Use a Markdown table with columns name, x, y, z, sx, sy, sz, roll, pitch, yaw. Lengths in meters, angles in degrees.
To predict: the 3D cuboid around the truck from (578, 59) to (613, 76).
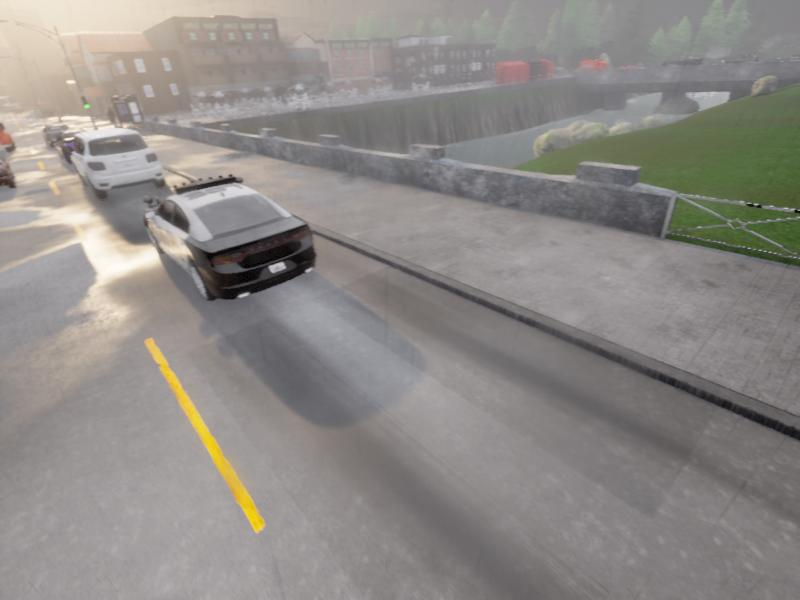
| name | x | y | z | sx | sy | sz | roll | pitch | yaw |
| --- | --- | --- | --- | --- | --- | --- | --- | --- | --- |
| truck | 38.141 | -45.446 | 78.175 | 2.627 | 2.467 | 5.204 | -27 | 37 | -34 |

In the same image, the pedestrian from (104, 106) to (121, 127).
| name | x | y | z | sx | sy | sz | roll | pitch | yaw |
| --- | --- | --- | --- | --- | --- | --- | --- | --- | --- |
| pedestrian | -28.662 | -18.279 | 39.870 | 0.751 | 1.860 | 0.751 | -19 | 33 | -24 |

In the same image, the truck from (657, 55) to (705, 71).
| name | x | y | z | sx | sy | sz | roll | pitch | yaw |
| --- | --- | --- | --- | --- | --- | --- | --- | --- | --- |
| truck | 50.079 | -42.287 | 71.469 | 2.390 | 2.098 | 6.274 | -27 | 37 | -34 |

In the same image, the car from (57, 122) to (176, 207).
| name | x | y | z | sx | sy | sz | roll | pitch | yaw |
| --- | --- | --- | --- | --- | --- | --- | --- | --- | --- |
| car | -10.513 | -5.159 | 14.662 | 2.150 | 2.045 | 5.566 | -27 | 37 | -34 |

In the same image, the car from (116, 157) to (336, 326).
| name | x | y | z | sx | sy | sz | roll | pitch | yaw |
| --- | --- | --- | --- | --- | --- | --- | --- | --- | --- |
| car | -3.644 | -1.547 | 7.865 | 1.930 | 1.638 | 5.238 | -27 | 37 | -34 |

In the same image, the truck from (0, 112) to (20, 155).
| name | x | y | z | sx | sy | sz | roll | pitch | yaw |
| --- | --- | --- | --- | --- | --- | --- | --- | --- | --- |
| truck | -28.729 | -11.495 | 27.680 | 2.627 | 2.467 | 5.204 | -27 | 37 | -34 |

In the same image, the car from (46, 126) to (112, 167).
| name | x | y | z | sx | sy | sz | roll | pitch | yaw |
| --- | --- | --- | --- | --- | --- | --- | --- | --- | --- |
| car | -17.905 | -8.652 | 22.253 | 2.007 | 1.525 | 4.514 | -27 | 37 | -34 |

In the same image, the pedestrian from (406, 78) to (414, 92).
| name | x | y | z | sx | sy | sz | roll | pitch | yaw |
| --- | --- | --- | --- | --- | --- | --- | --- | --- | --- |
| pedestrian | 1.635 | -34.940 | 65.029 | 0.751 | 1.860 | 0.751 | -27 | 37 | -34 |

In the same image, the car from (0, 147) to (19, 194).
| name | x | y | z | sx | sy | sz | roll | pitch | yaw |
| --- | --- | --- | --- | --- | --- | --- | --- | --- | --- |
| car | -17.428 | -5.328 | 16.620 | 1.895 | 1.301 | 4.718 | -27 | 37 | -34 |

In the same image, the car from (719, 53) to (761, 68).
| name | x | y | z | sx | sy | sz | roll | pitch | yaw |
| --- | --- | --- | --- | --- | --- | --- | --- | --- | --- |
| car | 55.831 | -39.306 | 65.740 | 1.932 | 1.855 | 4.605 | -27 | 37 | -34 |

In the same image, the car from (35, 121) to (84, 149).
| name | x | y | z | sx | sy | sz | roll | pitch | yaw |
| --- | --- | --- | --- | --- | --- | --- | --- | --- | --- |
| car | -25.572 | -12.437 | 29.996 | 2.033 | 1.411 | 5.357 | -27 | 37 | -34 |

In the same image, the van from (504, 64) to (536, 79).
| name | x | y | z | sx | sy | sz | roll | pitch | yaw |
| --- | --- | --- | --- | --- | --- | --- | --- | --- | --- |
| van | 26.761 | -51.142 | 89.645 | 2.351 | 2.431 | 6.366 | -27 | 37 | -34 |
